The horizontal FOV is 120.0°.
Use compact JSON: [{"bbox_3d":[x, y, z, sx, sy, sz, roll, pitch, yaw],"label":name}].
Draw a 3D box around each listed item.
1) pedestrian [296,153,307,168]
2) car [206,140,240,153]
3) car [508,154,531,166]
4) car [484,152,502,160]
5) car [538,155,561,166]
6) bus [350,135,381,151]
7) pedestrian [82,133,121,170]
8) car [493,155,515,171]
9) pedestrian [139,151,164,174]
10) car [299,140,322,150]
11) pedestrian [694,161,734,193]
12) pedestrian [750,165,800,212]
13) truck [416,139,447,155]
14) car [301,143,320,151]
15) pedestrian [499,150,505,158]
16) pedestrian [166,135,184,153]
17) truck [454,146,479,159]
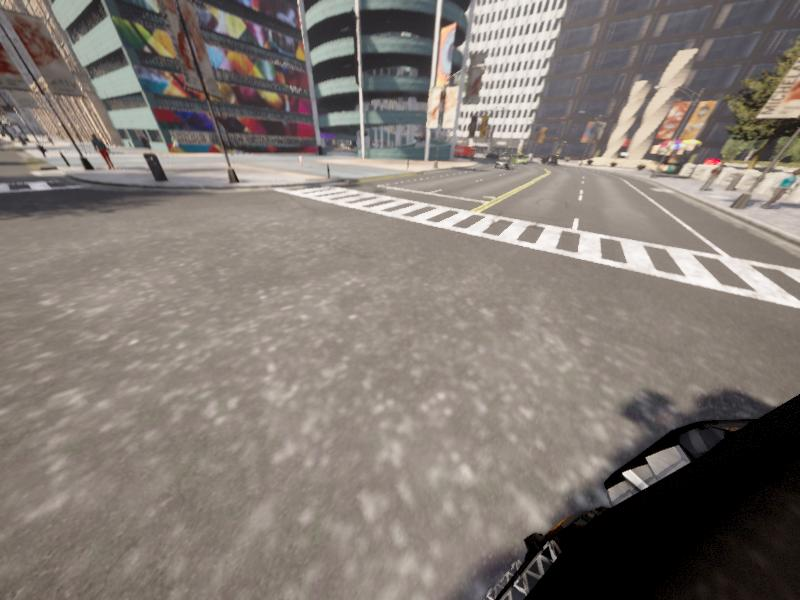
[{"bbox_3d":[-8.311,-11.770,19.500,0.500,1.100,0.500,29,42,34],"label":"pedestrian"},{"bbox_3d":[-27.966,-24.274,36.486,4.902,1.511,2.128,22,39,27],"label":"car"},{"bbox_3d":[21.233,-25.132,41.320,2.007,1.525,4.514,4,34,2],"label":"car"},{"bbox_3d":[22.465,-35.049,56.111,1.789,1.549,3.705,-12,36,-20],"label":"car"},{"bbox_3d":[28.096,-26.338,43.508,1.851,1.617,3.988,5,34,3],"label":"car"},{"bbox_3d":[-11.729,-53.030,78.103,10.273,4.253,3.944,22,39,27],"label":"bus"},{"bbox_3d":[-18.198,-9.077,14.139,0.751,1.860,0.751,-27,44,-37],"label":"pedestrian"},{"bbox_3d":[13.491,-17.902,30.018,1.789,1.549,3.705,19,37,22],"label":"car"},{"bbox_3d":[-14.450,-7.981,13.446,0.500,1.100,0.500,23,39,27],"label":"pedestrian"},{"bbox_3d":[-23.231,-40.164,59.819,5.566,2.045,2.435,22,39,27],"label":"car"},{"bbox_3d":[22.009,-8.656,16.256,0.751,1.860,0.751,22,38,26],"label":"pedestrian"},{"bbox_3d":[18.251,-5.326,11.050,0.751,1.860,0.751,28,41,32],"label":"pedestrian"},{"bbox_3d":[9.418,-46.370,70.025,8.468,3.827,2.891,25,40,29],"label":"truck"},{"bbox_3d":[-23.294,-39.859,60.064,4.514,1.523,2.007,22,39,27],"label":"car"},{"bbox_3d":[28.775,-41.404,65.415,0.751,1.860,0.751,-9,36,-17],"label":"pedestrian"},{"bbox_3d":[-28.193,-19.530,28.999,0.751,1.860,0.751,12,35,14],"label":"pedestrian"},{"bbox_3d":[15.616,-34.749,54.387,2.627,2.467,5.204,-11,36,-20],"label":"truck"}]
